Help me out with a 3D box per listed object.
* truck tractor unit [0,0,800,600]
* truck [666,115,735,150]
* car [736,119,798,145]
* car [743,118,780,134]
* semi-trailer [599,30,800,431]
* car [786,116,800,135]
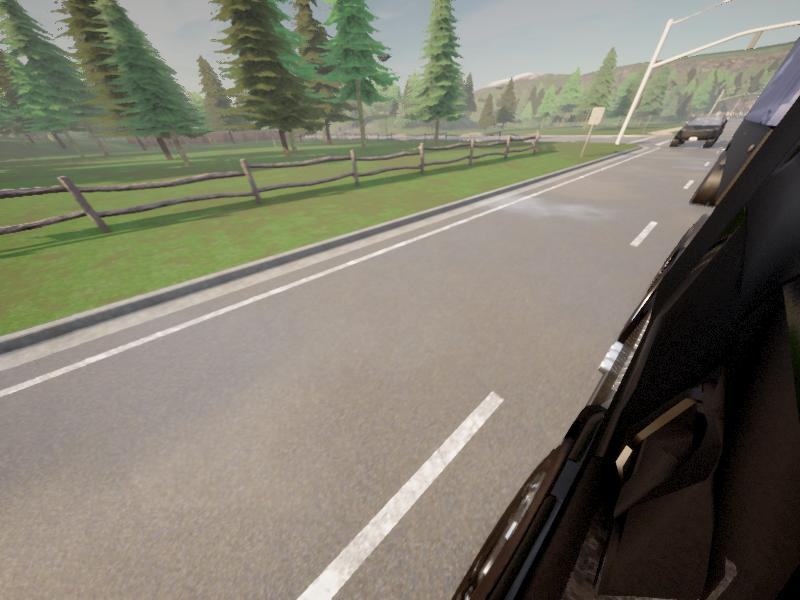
[{"bbox_3d":[2.645,-0.295,0.351,6.516,4.208,3.053,-28,44,-30],"label":"truck tractor unit"},{"bbox_3d":[25.405,-14.208,19.492,6.274,2.098,2.390,-28,44,-30],"label":"truck"},{"bbox_3d":[32.012,-14.770,20.289,5.027,1.651,2.152,-28,44,-30],"label":"car"},{"bbox_3d":[47.163,-22.756,30.220,4.974,1.542,2.038,-28,44,-30],"label":"car"},{"bbox_3d":[8.638,-3.624,4.316,14.254,4.402,2.717,-29,44,-31],"label":"semi-trailer"},{"bbox_3d":[48.528,-20.768,27.413,4.856,1.649,2.033,-28,44,-30],"label":"car"}]
